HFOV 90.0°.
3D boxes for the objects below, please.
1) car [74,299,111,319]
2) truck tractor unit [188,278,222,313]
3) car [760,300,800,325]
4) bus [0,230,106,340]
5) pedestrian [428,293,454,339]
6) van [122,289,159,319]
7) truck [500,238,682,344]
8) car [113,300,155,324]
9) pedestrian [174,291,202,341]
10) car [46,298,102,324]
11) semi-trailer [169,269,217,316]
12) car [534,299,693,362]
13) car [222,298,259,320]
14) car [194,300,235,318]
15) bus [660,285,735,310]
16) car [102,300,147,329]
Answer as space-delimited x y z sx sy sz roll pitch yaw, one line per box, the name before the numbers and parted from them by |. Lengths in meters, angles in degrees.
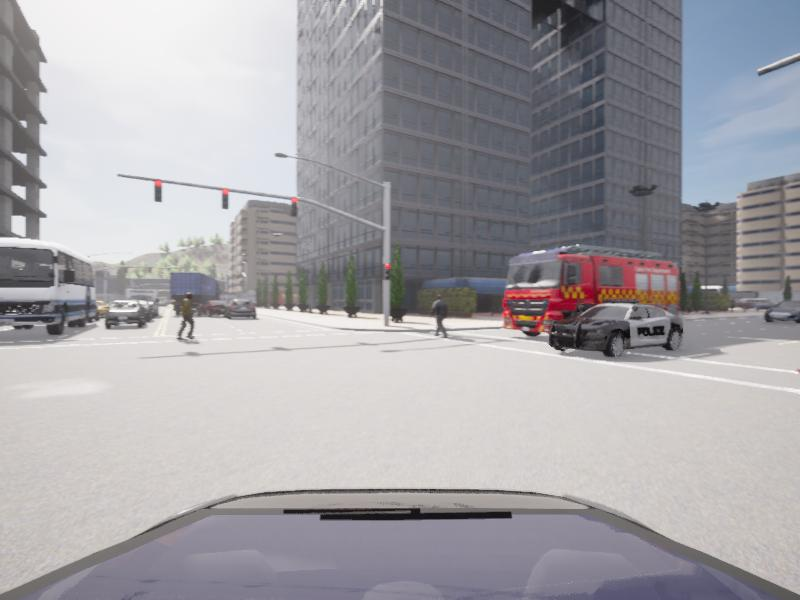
car | -25.908 0.718 33.858 1.801 1.575 5.366 0 0 -30
truck tractor unit | -25.088 -0.604 51.711 3.053 4.208 6.516 0 0 -18
car | 28.598 0.843 29.187 4.856 1.649 2.033 0 0 -30
bus | -17.920 -0.591 20.054 3.944 4.253 10.273 0 0 -30
pedestrian | 1.672 0.635 16.483 0.751 1.860 0.751 0 0 -29
van | -22.600 0.303 35.120 2.351 2.431 6.366 0 0 -30
truck | 8.648 -0.305 17.738 8.468 3.827 2.891 0 0 -29
car | -18.842 0.774 28.512 2.128 1.511 4.902 0 0 -30
pedestrian | -8.195 0.609 15.453 0.751 1.860 0.751 0 0 44
car | -22.409 0.685 27.702 2.242 1.667 4.611 0 0 -30
semi-trailer | -22.496 -0.695 44.235 2.717 4.402 14.254 0 0 -19
car | 6.788 0.784 12.530 5.238 1.638 1.930 0 0 -30
car | -13.423 0.714 33.449 2.242 1.667 4.611 1 0 -29
car | -17.005 0.760 36.530 1.882 1.535 5.008 0 0 -43
bus | 53.995 -0.417 72.984 3.944 4.253 10.273 0 0 -29
car | -15.667 0.763 22.923 1.789 1.549 3.705 0 0 -30
